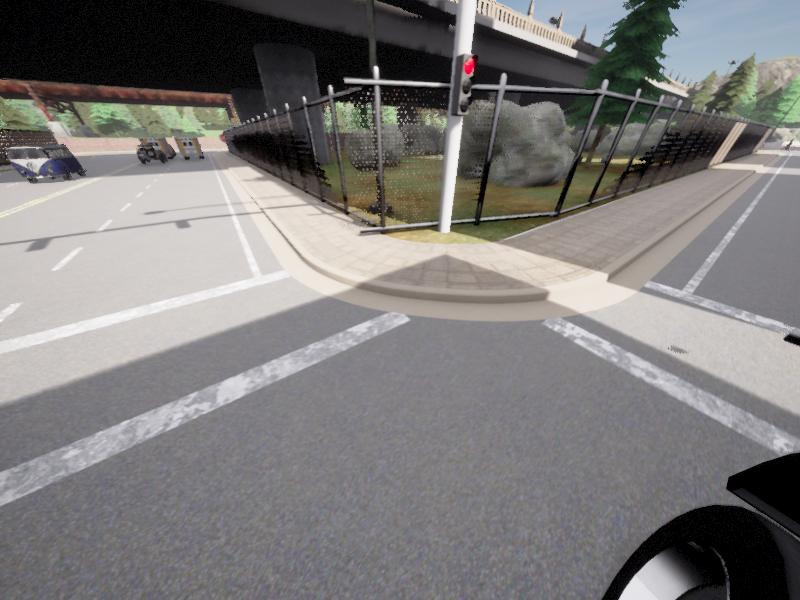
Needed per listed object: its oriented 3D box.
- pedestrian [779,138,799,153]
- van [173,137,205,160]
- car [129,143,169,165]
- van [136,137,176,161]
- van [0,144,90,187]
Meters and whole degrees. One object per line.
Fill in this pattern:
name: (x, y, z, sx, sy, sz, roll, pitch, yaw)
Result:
pedestrian: (60.696, -24.098, 36.084, 0.751, 1.860, 0.751, -27, 43, -32)
van: (-29.159, -21.149, 32.142, 2.351, 2.431, 6.366, -22, 41, -28)
car: (-27.983, -16.459, 25.946, 1.932, 1.855, 4.605, -22, 41, -28)
van: (-32.621, -20.467, 31.199, 2.351, 2.431, 6.366, -22, 41, -28)
van: (-22.934, -8.880, 15.042, 1.775, 1.987, 4.442, -22, 41, -28)
